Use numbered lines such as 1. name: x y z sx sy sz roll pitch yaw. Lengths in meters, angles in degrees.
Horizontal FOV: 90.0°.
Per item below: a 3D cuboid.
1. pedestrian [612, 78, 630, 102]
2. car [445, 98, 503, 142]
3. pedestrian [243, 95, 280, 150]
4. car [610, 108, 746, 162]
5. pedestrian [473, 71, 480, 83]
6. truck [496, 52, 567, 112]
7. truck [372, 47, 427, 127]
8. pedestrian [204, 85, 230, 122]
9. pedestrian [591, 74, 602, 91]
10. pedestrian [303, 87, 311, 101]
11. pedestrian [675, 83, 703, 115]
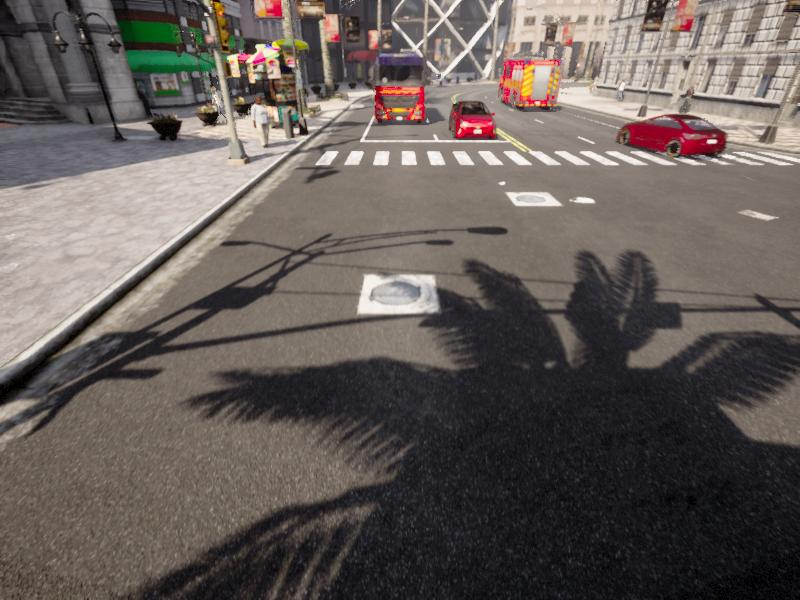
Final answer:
1. pedestrian: 19.993 -18.973 36.146 0.751 1.860 0.751 0 30 0
2. car: 3.493 -8.962 19.747 2.007 1.525 4.514 0 30 0
3. pedestrian: -5.347 -6.866 15.491 0.751 1.860 0.751 18 35 27
4. car: 10.891 -6.754 16.143 1.994 1.385 4.181 -6 31 -10
5. pedestrian: 14.700 -42.915 76.963 0.751 1.860 0.751 -23 37 -34
6. truck: 10.479 -18.101 33.061 2.891 3.827 8.468 0 30 1
7. truck: -0.010 -13.597 25.377 2.891 3.827 8.468 0 30 0
8. pedestrian: -10.626 -11.403 23.225 0.751 1.860 0.751 23 37 33
9. pedestrian: 25.277 -27.956 51.466 0.751 1.860 0.751 16 34 26
10. pedestrian: -8.558 -18.973 36.881 0.500 1.100 0.500 0 30 0
11. pedestrian: 19.210 -13.380 26.611 0.751 1.860 0.751 -1 30 -1
